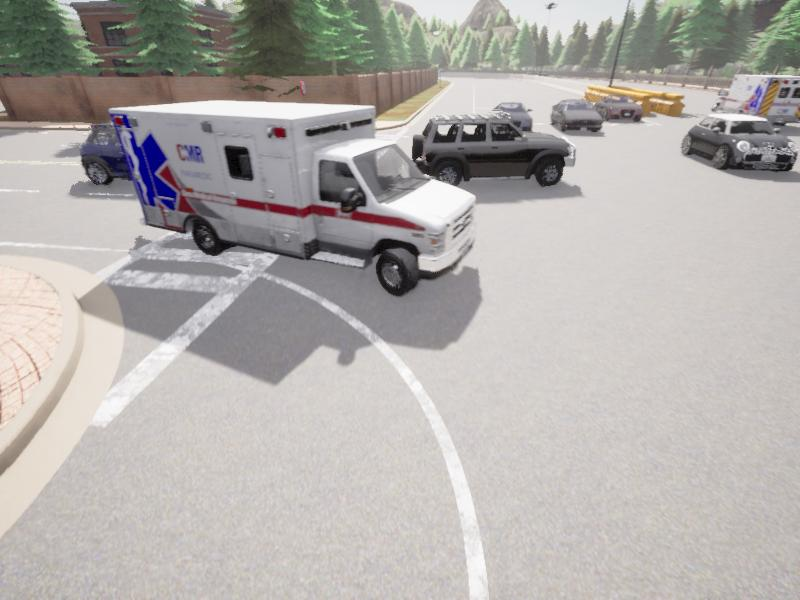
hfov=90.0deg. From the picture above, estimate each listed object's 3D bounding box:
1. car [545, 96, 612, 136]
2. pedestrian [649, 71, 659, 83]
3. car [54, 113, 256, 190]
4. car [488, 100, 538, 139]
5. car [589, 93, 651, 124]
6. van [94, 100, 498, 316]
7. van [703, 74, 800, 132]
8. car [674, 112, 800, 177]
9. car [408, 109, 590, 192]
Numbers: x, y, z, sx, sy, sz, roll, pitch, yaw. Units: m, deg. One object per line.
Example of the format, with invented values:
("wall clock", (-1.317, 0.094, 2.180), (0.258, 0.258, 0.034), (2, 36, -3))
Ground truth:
("car", (9.394, -10.009, 21.590), (2.033, 1.411, 5.357), (4, 31, 8))
("pedestrian", (42.906, -37.689, 67.602), (0.751, 1.860, 0.751), (4, 31, 7))
("car", (-7.131, -4.550, 12.094), (4.553, 1.767, 2.097), (4, 31, 7))
("car", (5.677, -9.421, 20.661), (1.994, 1.385, 4.181), (4, 31, 8))
("car", (13.485, -11.921, 24.826), (1.994, 1.385, 4.181), (4, 31, 7))
("van", (-1.846, -2.049, 7.123), (6.366, 2.431, 2.351), (14, 33, 23))
("van", (20.283, -11.357, 22.726), (2.351, 2.431, 6.366), (7, 31, 12))
("car", (11.479, -5.413, 13.630), (1.970, 1.475, 3.806), (4, 31, 8))
("car", (2.609, -4.405, 11.635), (4.605, 1.855, 1.932), (-2, 31, -2))
